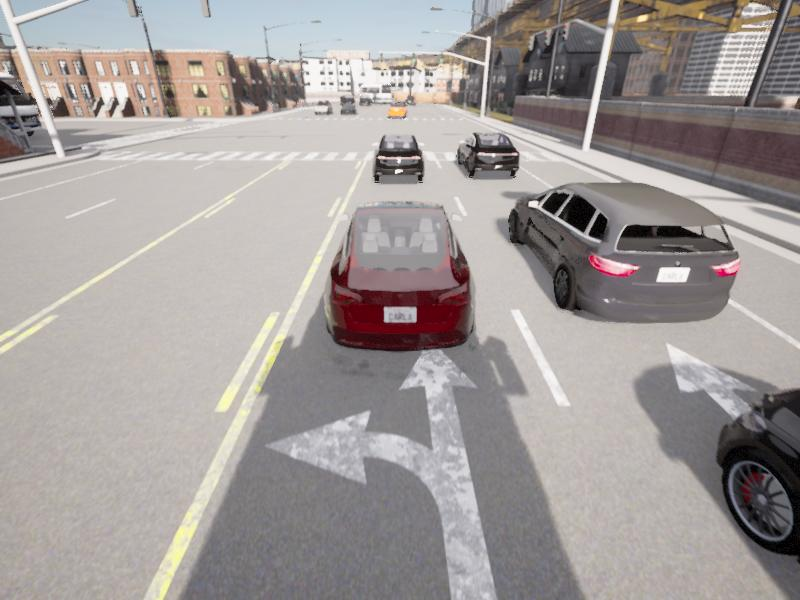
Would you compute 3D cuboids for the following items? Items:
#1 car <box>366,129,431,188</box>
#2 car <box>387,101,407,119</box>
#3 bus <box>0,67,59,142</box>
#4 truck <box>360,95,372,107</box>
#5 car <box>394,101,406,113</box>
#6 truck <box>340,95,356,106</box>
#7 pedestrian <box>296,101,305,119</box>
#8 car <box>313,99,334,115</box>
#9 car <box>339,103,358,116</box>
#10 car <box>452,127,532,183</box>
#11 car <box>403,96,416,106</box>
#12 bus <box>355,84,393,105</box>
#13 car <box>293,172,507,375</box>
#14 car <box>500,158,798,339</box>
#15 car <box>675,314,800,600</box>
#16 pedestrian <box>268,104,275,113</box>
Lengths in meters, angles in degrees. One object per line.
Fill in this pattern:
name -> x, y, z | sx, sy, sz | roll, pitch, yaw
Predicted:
car -> -0.055, -5.658, 15.586 | 2.128, 1.511, 4.902 | 0, 28, 0
car -> -0.269, -23.095, 48.556 | 2.097, 1.767, 4.553 | 2, 28, 4
bus -> -30.070, -12.947, 26.502 | 10.273, 4.253, 3.944 | 0, 28, 0
truck -> -7.234, -42.319, 84.895 | 2.390, 2.098, 6.274 | -3, 28, -6
car -> 0.001, -29.586, 61.218 | 1.882, 1.535, 5.008 | 0, 28, 0
truck -> -11.400, -43.646, 87.421 | 2.390, 2.098, 6.274 | -8, 29, -15
pedestrian -> -11.395, -21.755, 45.858 | 0.751, 1.860, 0.751 | -2, 28, -5
car -> -10.499, -26.488, 54.924 | 1.932, 1.855, 4.605 | 0, 28, 0
car -> -6.998, -26.167, 54.866 | 1.994, 1.385, 4.181 | 0, 28, 0
car -> 3.500, -6.053, 16.344 | 2.128, 1.511, 4.902 | 0, 27, 0
car -> 2.156, -45.149, 90.560 | 1.905, 1.878, 3.866 | -8, 29, -15
bus -> -6.422, -50.612, 98.398 | 3.944, 4.253, 10.273 | -20, 34, -33
car -> 0.002, -0.882, 6.508 | 2.163, 1.488, 4.792 | 0, 28, 0
car -> 3.504, -1.288, 7.084 | 2.242, 1.667, 4.611 | 0, 28, 0
car -> 3.500, 1.835, 1.367 | 1.812, 1.442, 4.674 | 0, 28, 0
pedestrian -> -17.756, -26.472, 55.348 | 0.500, 1.100, 0.500 | 9, 29, 16
